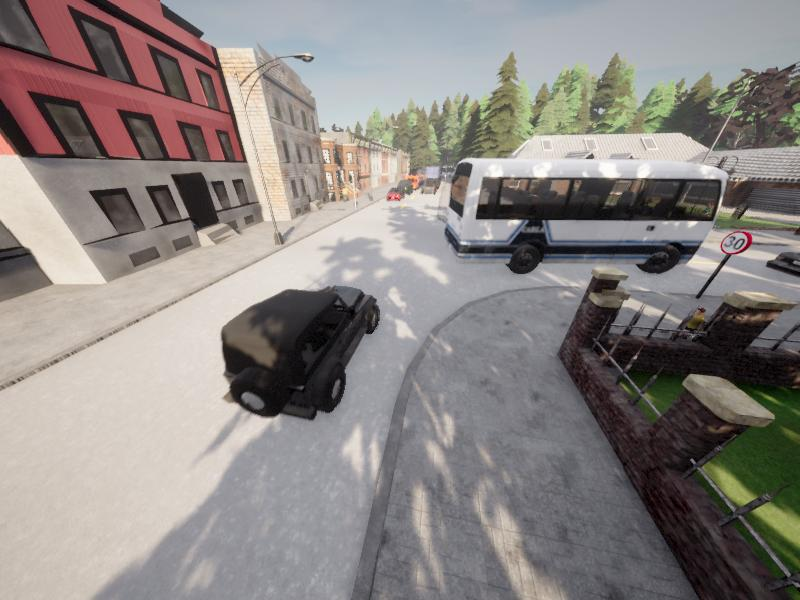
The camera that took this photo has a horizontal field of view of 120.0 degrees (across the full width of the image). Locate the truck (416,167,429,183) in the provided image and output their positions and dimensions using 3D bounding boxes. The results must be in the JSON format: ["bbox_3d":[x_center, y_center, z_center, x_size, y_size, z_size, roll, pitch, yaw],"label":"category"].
[{"bbox_3d":[6.584,-36.058,66.635,2.891,3.827,8.468,5,30,8],"label":"truck"}]

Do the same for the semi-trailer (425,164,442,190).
[{"bbox_3d":[7.428,-26.991,50.337,2.717,4.402,14.254,5,30,9],"label":"semi-trailer"}]

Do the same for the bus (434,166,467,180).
[{"bbox_3d":[17.871,-45.407,82.410,10.273,4.253,3.944,-2,30,-3],"label":"bus"}]

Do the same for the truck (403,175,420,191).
[{"bbox_3d":[2.385,-23.415,46.091,2.627,2.467,5.204,5,30,9],"label":"truck"}]

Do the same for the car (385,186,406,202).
[{"bbox_3d":[-0.536,-14.777,32.073,2.007,1.525,4.514,5,30,9],"label":"car"}]

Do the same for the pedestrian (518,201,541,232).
[{"bbox_3d":[8.678,-5.594,15.560,0.751,1.860,0.751,3,30,6],"label":"pedestrian"}]

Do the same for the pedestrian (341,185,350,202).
[{"bbox_3d":[-6.855,-13.359,29.027,0.751,1.860,0.751,5,30,8],"label":"pedestrian"}]

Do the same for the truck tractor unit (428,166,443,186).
[{"bbox_3d":[8.815,-30.799,57.131,3.053,4.208,6.516,5,31,9],"label":"truck tractor unit"}]

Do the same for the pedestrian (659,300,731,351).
[{"bbox_3d":[7.054,0.616,5.583,0.500,1.100,0.500,-4,30,-6],"label":"pedestrian"}]

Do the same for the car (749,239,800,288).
[{"bbox_3d":[17.976,-1.157,8.616,5.357,1.411,2.033,5,30,9],"label":"car"}]

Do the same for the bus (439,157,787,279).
[{"bbox_3d":[7.324,-3.707,10.165,10.273,4.253,3.944,0,31,-1],"label":"bus"}]

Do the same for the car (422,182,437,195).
[{"bbox_3d":[5.095,-19.286,39.742,2.242,1.667,4.611,5,30,9],"label":"car"}]

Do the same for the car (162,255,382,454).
[{"bbox_3d":[-1.868,0.615,5.046,1.905,1.878,3.866,6,30,11],"label":"car"}]

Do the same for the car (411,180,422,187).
[{"bbox_3d":[3.796,-26.830,53.181,1.895,1.301,4.718,5,30,8],"label":"car"}]

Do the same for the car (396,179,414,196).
[{"bbox_3d":[0.881,-19.039,38.936,2.150,2.045,5.566,5,30,9],"label":"car"}]
